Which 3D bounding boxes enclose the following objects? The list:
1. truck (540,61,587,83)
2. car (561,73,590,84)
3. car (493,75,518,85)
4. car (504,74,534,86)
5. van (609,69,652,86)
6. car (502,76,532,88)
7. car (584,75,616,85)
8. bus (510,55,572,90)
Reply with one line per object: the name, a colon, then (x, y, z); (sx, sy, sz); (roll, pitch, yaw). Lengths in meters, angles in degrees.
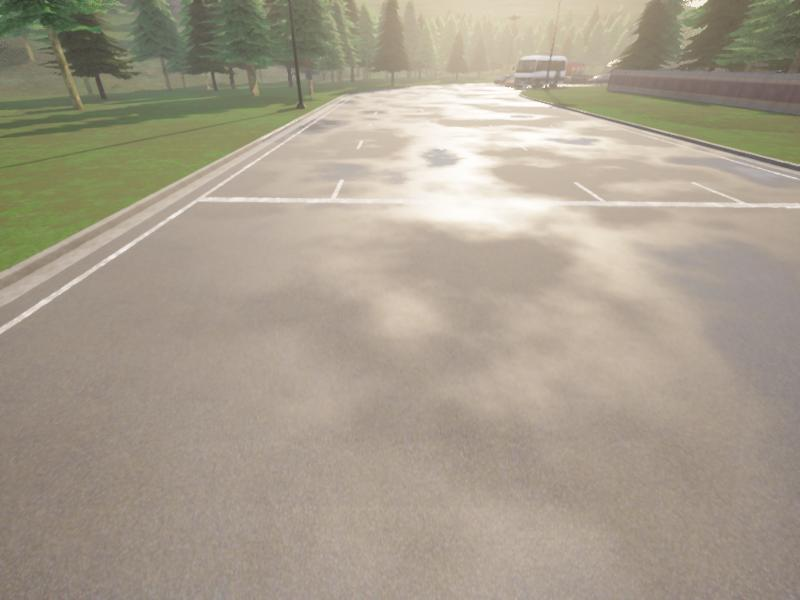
truck: (32.787, -45.789, 80.257); (8.468, 3.827, 2.891); (-12, 32, -19)
car: (32.610, -41.114, 74.222); (4.605, 1.855, 1.932); (-12, 32, -19)
car: (18.940, -39.380, 71.647); (4.193, 1.474, 1.816); (-20, 36, -30)
car: (20.475, -37.841, 68.865); (4.856, 1.649, 2.033); (-20, 36, -30)
van: (40.420, -39.052, 70.154); (6.366, 2.431, 2.351); (-10, 32, -17)
car: (18.659, -34.764, 63.721); (5.366, 1.575, 1.801); (-26, 39, -37)
car: (36.146, -39.729, 72.255); (4.792, 1.488, 2.163); (-12, 32, -19)
bus: (21.633, -34.844, 61.173); (10.273, 4.253, 3.944); (-26, 39, -37)
